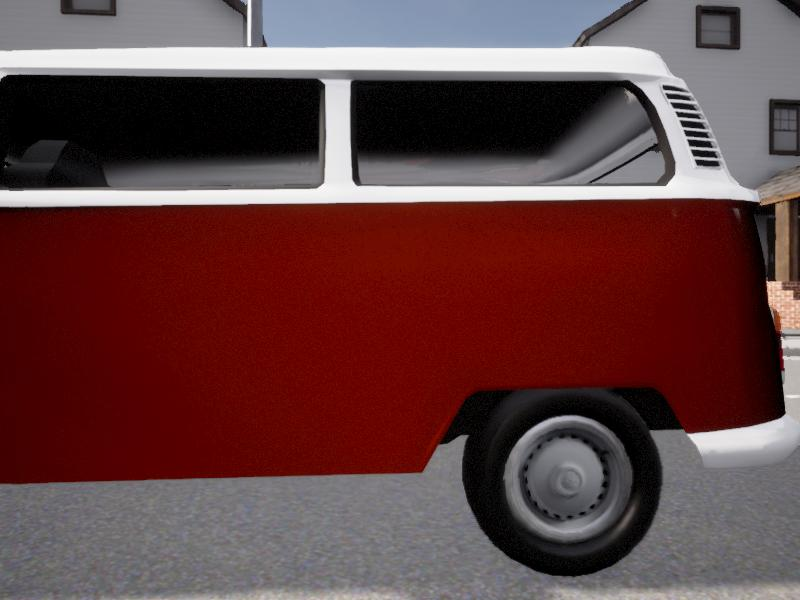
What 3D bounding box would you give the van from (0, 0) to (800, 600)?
[{"bbox_3d":[-0.726,-0.036,2.181,4.480,2.038,2.069,-1,0,-2],"label":"van"}]
